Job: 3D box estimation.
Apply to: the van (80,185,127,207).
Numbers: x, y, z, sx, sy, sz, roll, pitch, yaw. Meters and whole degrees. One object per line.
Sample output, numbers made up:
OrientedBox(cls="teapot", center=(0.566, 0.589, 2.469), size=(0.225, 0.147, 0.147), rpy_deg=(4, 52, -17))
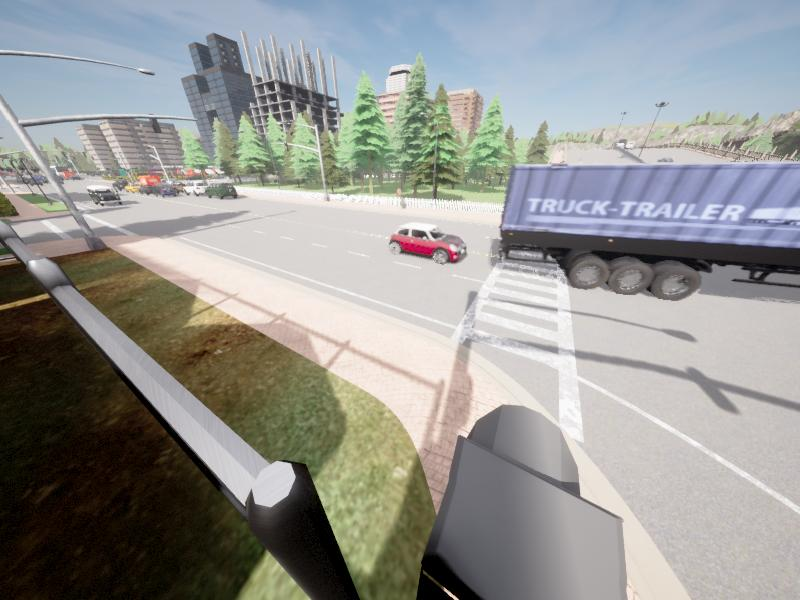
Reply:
OrientedBox(cls="van", center=(-35.133, -12.382, 27.412), size=(4.480, 2.038, 2.069), rpy_deg=(17, 34, 27))

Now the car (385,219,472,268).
OrientedBox(cls="car", center=(1.375, -2.996, 11.719), size=(3.806, 1.475, 1.970), rpy_deg=(17, 34, 27))

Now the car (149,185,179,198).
OrientedBox(cls="car", center=(-35.779, -16.477, 34.990), size=(3.705, 1.549, 1.789), rpy_deg=(17, 34, 27))

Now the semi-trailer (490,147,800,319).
OrientedBox(cls="semi-trailer", center=(10.869, -2.274, 7.510), size=(14.254, 4.402, 2.717), rpy_deg=(10, 32, 16))

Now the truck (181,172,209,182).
OrientedBox(cls="truck", center=(-62.560, -37.542, 70.571), size=(2.627, 2.467, 5.204), rpy_deg=(16, 33, 26))

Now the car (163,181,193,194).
OrientedBox(cls="car", center=(-38.129, -19.391, 39.713), size=(4.605, 1.855, 1.932), rpy_deg=(17, 34, 27))

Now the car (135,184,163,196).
OrientedBox(cls="car", center=(-41.167, -18.094, 37.870), size=(4.193, 1.474, 1.816), rpy_deg=(17, 34, 27))

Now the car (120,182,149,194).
OrientedBox(cls="car", center=(-47.118, -19.966, 41.007), size=(5.366, 1.575, 1.801), rpy_deg=(17, 34, 27))

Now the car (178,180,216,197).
OrientedBox(cls="car", center=(-31.949, -17.567, 36.387), size=(5.566, 2.045, 2.150), rpy_deg=(17, 34, 27))

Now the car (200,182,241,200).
OrientedBox(cls="car", center=(-25.721, -15.660, 33.083), size=(5.566, 2.045, 2.150), rpy_deg=(17, 34, 27))

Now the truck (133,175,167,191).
OrientedBox(cls="truck", center=(-49.132, -23.022, 45.411), size=(5.204, 2.467, 2.627), rpy_deg=(17, 34, 27))
